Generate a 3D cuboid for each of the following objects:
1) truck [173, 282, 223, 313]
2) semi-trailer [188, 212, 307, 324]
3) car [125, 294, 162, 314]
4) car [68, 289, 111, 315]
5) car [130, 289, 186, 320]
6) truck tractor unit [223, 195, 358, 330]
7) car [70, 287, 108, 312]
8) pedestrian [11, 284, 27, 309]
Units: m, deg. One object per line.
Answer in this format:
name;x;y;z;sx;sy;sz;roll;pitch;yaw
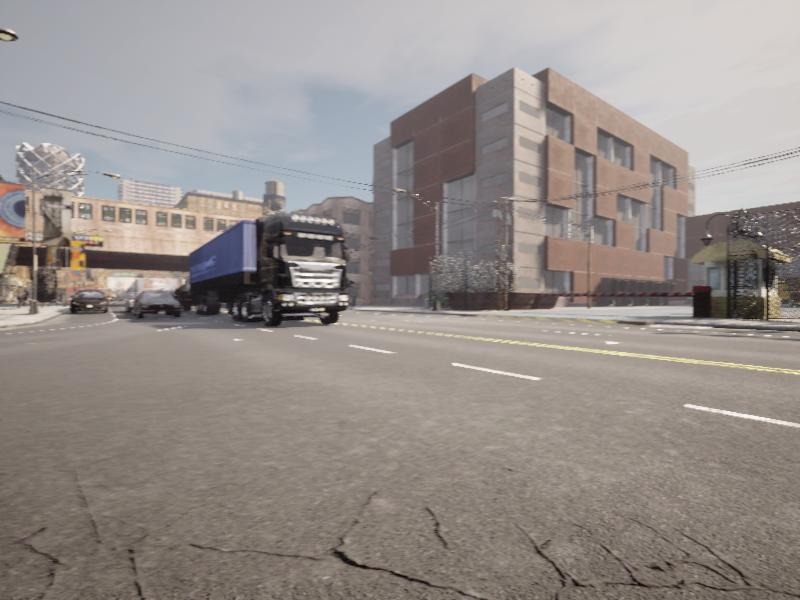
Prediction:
truck;-15.606;-0.174;30.658;2.390;2.098;6.274;0;0;-37
semi-trailer;-9.309;-1.300;22.435;2.717;4.402;14.254;0;0;-36
car;-18.216;0.229;28.291;1.895;1.301;4.718;0;0;-37
car;-20.372;0.109;26.331;2.097;1.535;5.008;0;0;-37
car;-12.838;0.209;21.066;2.033;1.411;5.357;0;0;-36
truck tractor unit;-4.678;-1.174;16.017;3.053;4.208;6.516;0;0;-37
car;-24.326;-0.038;31.396;2.185;1.767;4.553;0;0;-37
pedestrian;-28.687;-0.256;30.145;0.751;1.860;0.751;0;0;-33
